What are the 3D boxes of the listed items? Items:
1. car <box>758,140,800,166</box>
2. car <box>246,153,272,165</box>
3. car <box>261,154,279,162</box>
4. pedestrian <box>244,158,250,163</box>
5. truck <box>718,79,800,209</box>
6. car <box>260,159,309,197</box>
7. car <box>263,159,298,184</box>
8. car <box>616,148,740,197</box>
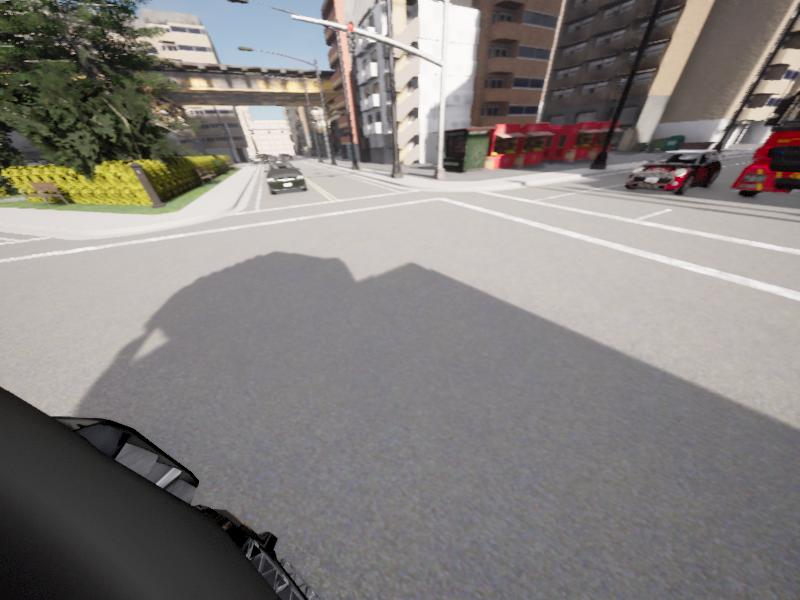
[{"bbox_3d":[28.352,-10.439,16.307,4.181,1.385,1.994,-15,36,-18],"label":"car"},{"bbox_3d":[-29.835,-29.832,48.931,3.866,1.878,1.905,-3,33,0],"label":"car"},{"bbox_3d":[-34.246,-37.439,60.847,2.038,1.542,4.974,-3,34,0],"label":"car"},{"bbox_3d":[-35.691,-32.592,53.941,0.500,1.100,0.500,4,35,10],"label":"pedestrian"},{"bbox_3d":[15.902,-5.673,7.739,8.468,3.827,2.891,-17,36,-21],"label":"truck"},{"bbox_3d":[-7.633,-8.159,15.168,2.152,1.651,5.027,-17,36,-20],"label":"car"},{"bbox_3d":[-10.661,-11.468,20.456,2.163,1.488,4.792,-17,36,-20],"label":"car"},{"bbox_3d":[12.006,-5.646,10.076,3.806,1.475,1.970,-17,36,-20],"label":"car"}]
